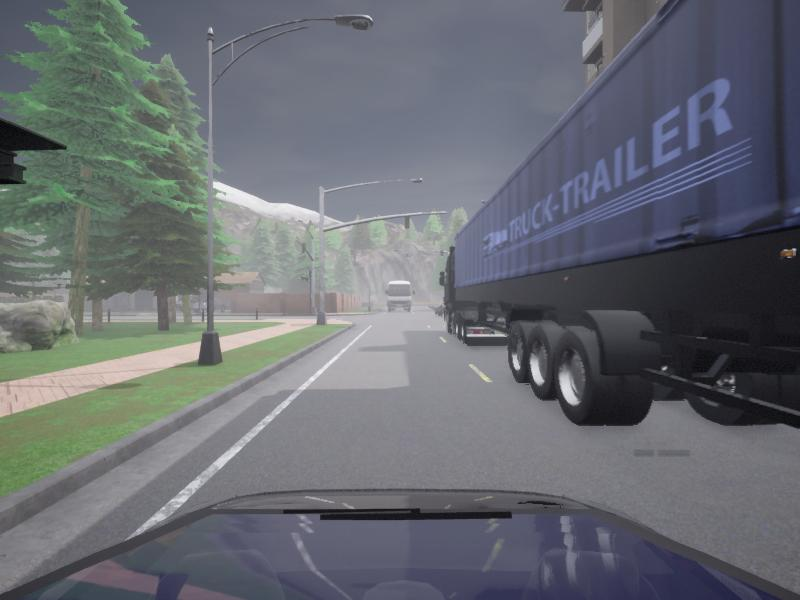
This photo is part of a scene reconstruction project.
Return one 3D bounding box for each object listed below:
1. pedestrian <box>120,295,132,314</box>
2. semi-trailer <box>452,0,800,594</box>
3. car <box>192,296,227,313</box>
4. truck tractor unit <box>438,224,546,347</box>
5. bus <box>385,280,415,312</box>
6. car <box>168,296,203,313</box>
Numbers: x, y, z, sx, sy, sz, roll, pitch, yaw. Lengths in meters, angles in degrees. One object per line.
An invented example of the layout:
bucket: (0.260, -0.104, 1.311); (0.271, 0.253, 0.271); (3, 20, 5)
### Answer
pedestrian: (-27.756, 0.475, 40.536); (0.751, 1.860, 0.751); (0, 0, -6)
semi-trailer: (3.487, -0.617, 9.038); (2.717, 4.402, 14.254); (0, 0, 0)
car: (-21.587, 0.503, 45.523); (1.932, 1.855, 4.605); (0, 0, -1)
truck tractor unit: (3.472, -0.516, 16.952); (3.053, 4.208, 6.516); (0, 0, 0)
bus: (0.035, -0.534, 57.845); (3.944, 4.253, 10.273); (0, 0, 0)
car: (-24.091, 0.505, 45.073); (1.905, 1.878, 3.866); (0, 0, -1)
